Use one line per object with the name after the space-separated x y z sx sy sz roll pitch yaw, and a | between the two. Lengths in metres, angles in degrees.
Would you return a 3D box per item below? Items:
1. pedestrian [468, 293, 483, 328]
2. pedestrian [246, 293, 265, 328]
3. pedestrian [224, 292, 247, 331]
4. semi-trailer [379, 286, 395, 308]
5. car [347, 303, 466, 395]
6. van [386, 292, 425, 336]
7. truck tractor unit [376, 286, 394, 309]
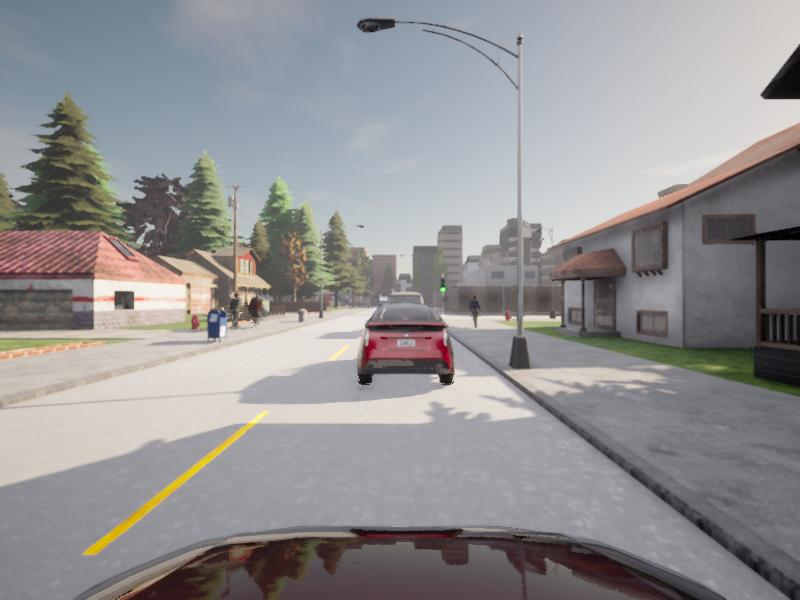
4.076 0.555 21.608 0.751 1.860 0.751 0 0 11 | pedestrian
-7.714 0.554 21.386 0.751 1.860 0.751 0 0 1 | pedestrian
-7.928 0.552 19.286 0.751 1.860 0.751 0 0 12 | pedestrian
-2.762 -0.535 86.647 2.717 4.402 14.254 0 0 1 | semi-trailer
0.122 0.838 9.029 2.007 1.525 4.514 0 0 0 | car
0.253 0.618 20.126 1.775 1.987 4.442 0 0 0 | van
-2.951 -0.444 78.735 3.053 4.208 6.516 0 0 2 | truck tractor unit
